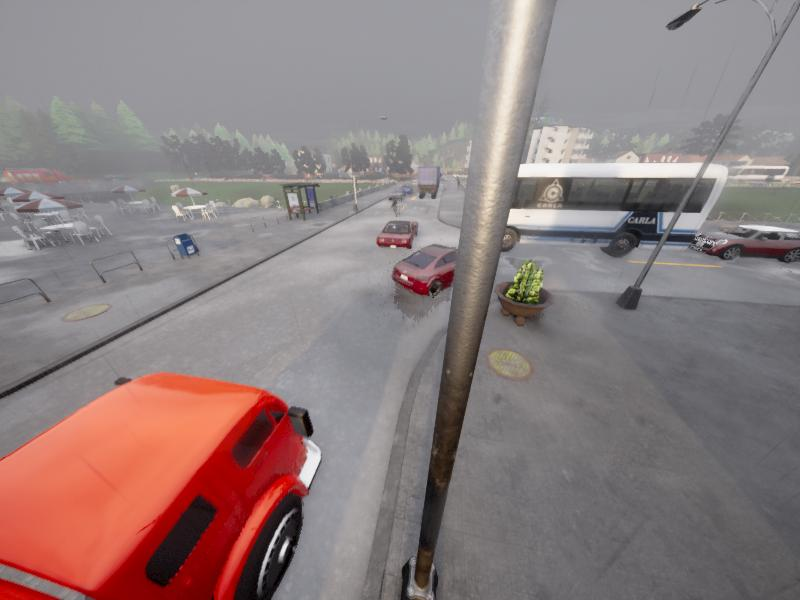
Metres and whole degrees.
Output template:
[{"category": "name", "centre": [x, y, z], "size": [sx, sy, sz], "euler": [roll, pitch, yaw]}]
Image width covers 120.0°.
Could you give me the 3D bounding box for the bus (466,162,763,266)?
[{"category": "bus", "centre": [9.322, -4.873, 12.401], "size": [10.273, 4.253, 3.944], "euler": [5, 30, 8]}]

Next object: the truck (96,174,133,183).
[{"category": "truck", "centre": [-84.724, -36.173, 68.762], "size": [2.390, 2.098, 6.274], "euler": [5, 30, 9]}]

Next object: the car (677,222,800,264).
[{"category": "car", "centre": [17.843, -3.017, 11.961], "size": [3.806, 1.475, 1.970], "euler": [5, 30, 8]}]

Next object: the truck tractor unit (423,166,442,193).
[{"category": "truck tractor unit", "centre": [6.303, -23.325, 44.401], "size": [3.053, 4.208, 6.516], "euler": [5, 31, 9]}]

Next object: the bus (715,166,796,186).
[{"category": "bus", "centre": [88.775, -31.258, 58.093], "size": [10.273, 4.253, 3.944], "euler": [5, 30, 9]}]

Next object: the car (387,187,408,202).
[{"category": "car", "centre": [-0.263, -14.968, 32.743], "size": [2.033, 1.411, 5.357], "euler": [5, 30, 9]}]

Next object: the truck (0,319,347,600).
[{"category": "truck", "centre": [-2.600, 2.687, 1.070], "size": [2.627, 2.467, 5.204], "euler": [5, 30, 9]}]

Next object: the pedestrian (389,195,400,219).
[{"category": "pedestrian", "centre": [-0.460, -8.439, 20.918], "size": [0.751, 1.860, 0.751], "euler": [9, 31, 16]}]

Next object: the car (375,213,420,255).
[{"category": "car", "centre": [0.019, -4.228, 14.240], "size": [1.895, 1.301, 4.718], "euler": [5, 30, 9]}]

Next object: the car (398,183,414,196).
[{"category": "car", "centre": [1.083, -18.878, 39.384], "size": [2.007, 1.525, 4.514], "euler": [5, 30, 9]}]

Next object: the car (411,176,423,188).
[{"category": "car", "centre": [4.072, -27.710, 54.160], "size": [2.150, 2.045, 5.566], "euler": [5, 30, 8]}]

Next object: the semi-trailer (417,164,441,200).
[{"category": "semi-trailer", "centre": [4.932, -19.516, 37.598], "size": [2.717, 4.402, 14.254], "euler": [5, 30, 9]}]

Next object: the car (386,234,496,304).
[{"category": "car", "centre": [1.718, -1.495, 9.433], "size": [4.181, 1.385, 1.994], "euler": [-22, 36, -33]}]

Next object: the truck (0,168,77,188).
[{"category": "truck", "centre": [-83.602, -28.547, 53.825], "size": [2.891, 3.827, 8.468], "euler": [5, 30, 9]}]

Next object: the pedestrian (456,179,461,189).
[{"category": "pedestrian", "centre": [11.843, -23.410, 46.642], "size": [0.751, 1.860, 0.751], "euler": [5, 30, 9]}]
